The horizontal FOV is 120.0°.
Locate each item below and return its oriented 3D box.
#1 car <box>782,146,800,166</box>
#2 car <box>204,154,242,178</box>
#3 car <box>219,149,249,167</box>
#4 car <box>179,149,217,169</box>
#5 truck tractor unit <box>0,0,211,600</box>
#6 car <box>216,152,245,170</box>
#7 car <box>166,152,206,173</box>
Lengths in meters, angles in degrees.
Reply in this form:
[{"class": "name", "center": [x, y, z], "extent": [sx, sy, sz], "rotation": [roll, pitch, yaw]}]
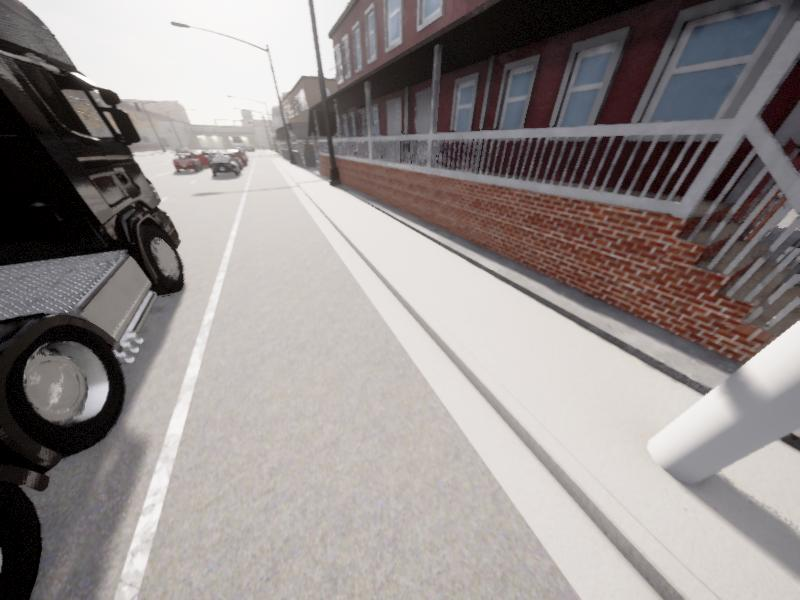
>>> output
[{"class": "car", "center": [44.608, -14.678, 23.906], "extent": [2.033, 1.649, 4.856], "rotation": [-16, 42, -22]}, {"class": "car", "center": [-15.156, -11.670, 20.003], "extent": [1.812, 1.442, 4.674], "rotation": [-16, 37, -22]}, {"class": "car", "center": [-20.658, -17.912, 28.987], "extent": [2.242, 1.667, 4.611], "rotation": [-15, 37, -22]}, {"class": "car", "center": [-23.254, -16.458, 26.824], "extent": [2.242, 1.667, 4.611], "rotation": [-16, 37, -22]}, {"class": "truck tractor unit", "center": [-4.351, -0.714, 1.402], "extent": [3.053, 4.208, 6.516], "rotation": [-17, 38, -23]}, {"class": "car", "center": [-17.983, -14.872, 24.639], "extent": [1.845, 1.501, 3.633], "rotation": [-16, 37, -22]}, {"class": "car", "center": [-20.486, -13.303, 22.304], "extent": [1.845, 1.501, 3.633], "rotation": [-16, 37, -22]}]
